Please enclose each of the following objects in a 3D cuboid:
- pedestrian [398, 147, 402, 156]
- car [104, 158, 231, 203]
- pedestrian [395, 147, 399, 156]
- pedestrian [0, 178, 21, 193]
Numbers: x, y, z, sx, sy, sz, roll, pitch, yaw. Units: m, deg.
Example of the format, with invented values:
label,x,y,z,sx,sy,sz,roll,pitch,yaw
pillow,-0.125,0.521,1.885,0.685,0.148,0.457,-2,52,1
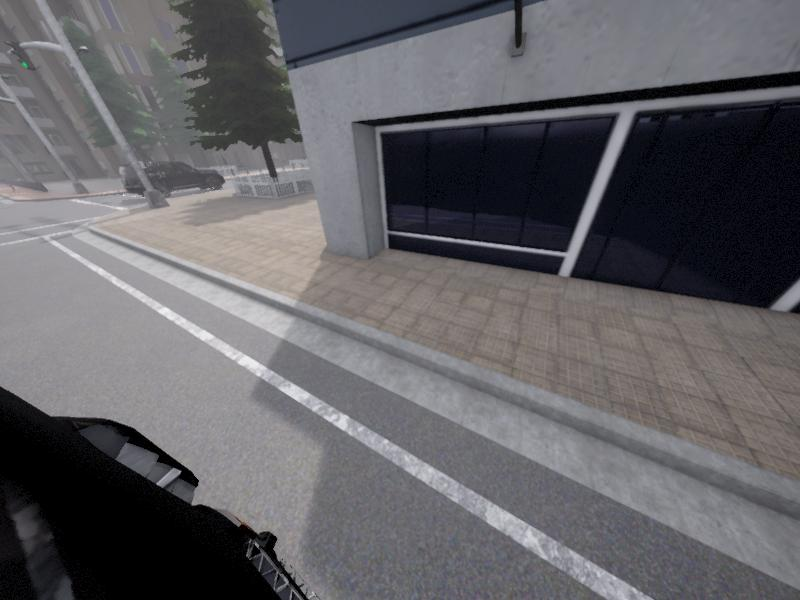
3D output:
label,x,y,z,sx,sy,sz,roll,pitch,yaw
pedestrian,0.121,-35.902,55.930,0.751,1.860,0.751,4,34,11
car,-15.646,-8.514,16.133,2.150,2.045,5.566,14,38,24
pedestrian,-0.701,-36.890,57.393,0.751,1.860,0.751,-13,35,-14
pedestrian,-35.380,-10.370,20.945,0.500,1.100,0.500,-30,42,-34
